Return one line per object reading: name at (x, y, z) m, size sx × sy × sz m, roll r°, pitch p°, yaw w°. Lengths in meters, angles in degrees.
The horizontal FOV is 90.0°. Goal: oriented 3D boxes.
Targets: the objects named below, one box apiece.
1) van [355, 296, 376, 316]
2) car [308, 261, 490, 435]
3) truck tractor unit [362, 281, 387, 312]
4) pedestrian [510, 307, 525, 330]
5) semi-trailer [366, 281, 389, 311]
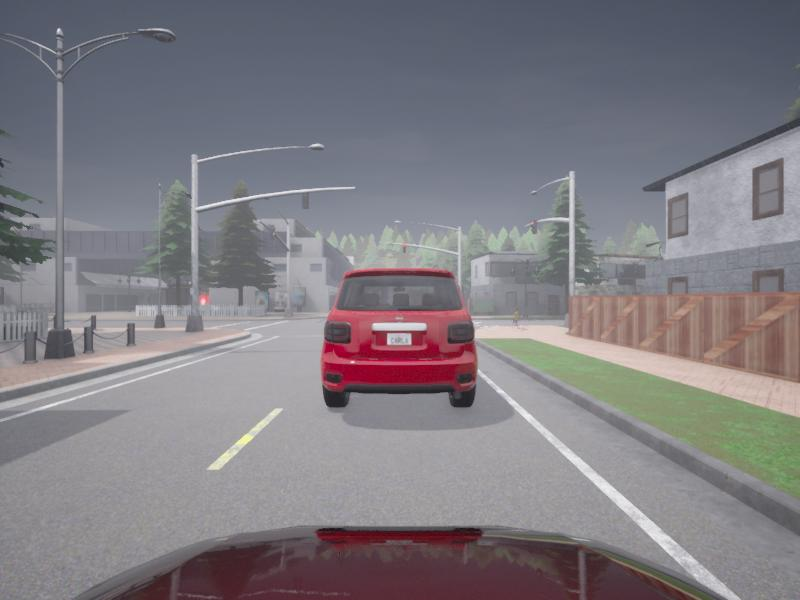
van at (-3.563, 0.598, 41.977) m, size 1.775 × 1.987 × 4.442 m, roll 0°, pitch 0°, yaw 0°
car at (-0.013, 0.568, 7.496) m, size 2.150 × 2.045 × 5.566 m, roll 0°, pitch 0°, yaw 0°
truck tractor unit at (-3.556, -0.521, 57.625) m, size 3.053 × 4.208 × 6.516 m, roll 0°, pitch 0°, yaw 0°
pedestrian at (5.562, 0.864, 18.918) m, size 0.500 × 1.100 × 0.500 m, roll 0°, pitch 0°, yaw -6°
semi-trailer at (-3.465, -0.619, 65.541) m, size 2.717 × 4.402 × 14.254 m, roll 0°, pitch 0°, yaw 1°
